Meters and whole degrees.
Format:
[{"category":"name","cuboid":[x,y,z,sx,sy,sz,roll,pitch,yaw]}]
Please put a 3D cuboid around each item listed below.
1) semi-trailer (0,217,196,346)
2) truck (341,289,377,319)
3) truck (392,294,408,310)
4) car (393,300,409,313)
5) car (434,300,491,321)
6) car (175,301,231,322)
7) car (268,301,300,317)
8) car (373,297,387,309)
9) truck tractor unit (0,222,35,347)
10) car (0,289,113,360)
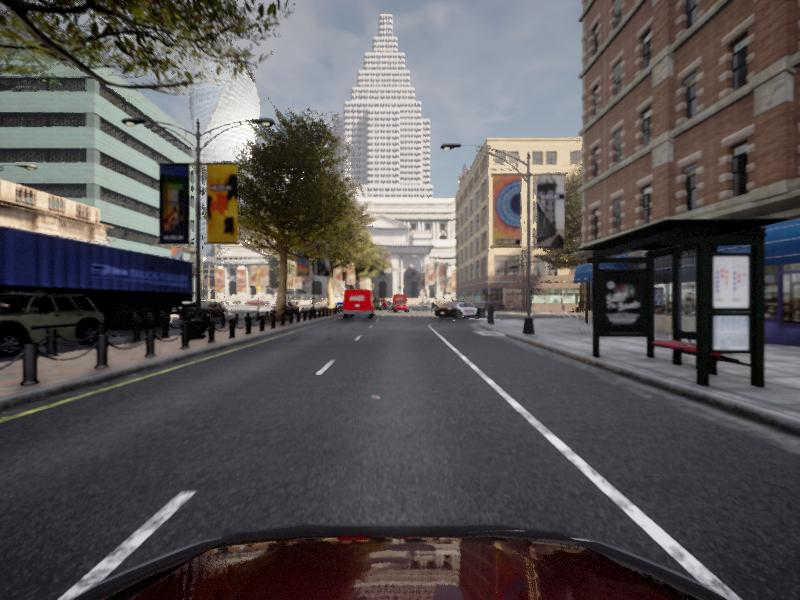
[{"category":"semi-trailer","cuboid":[-14.953,-0.625,19.396,2.717,4.402,14.254,0,0,0]},{"category":"truck","cuboid":[-3.497,0.344,35.231,2.627,2.467,5.204,0,0,0]},{"category":"truck","cuboid":[-0.002,0.320,65.554,2.627,2.467,5.204,0,-1,0]},{"category":"car","cuboid":[0.099,0.770,51.577,1.851,1.617,3.988,0,0,-4]},{"category":"car","cuboid":[5.351,0.822,33.885,4.974,1.542,2.038,-1,1,-39]},{"category":"car","cuboid":[-14.999,0.835,30.809,1.837,1.490,4.892,0,0,0]},{"category":"car","cuboid":[-11.529,0.855,40.108,1.812,1.442,4.674,0,0,0]},{"category":"car","cuboid":[-3.521,0.543,71.080,2.150,2.045,5.566,0,0,2]},{"category":"truck tractor unit","cuboid":[-14.998,-0.527,11.482,3.053,4.208,6.516,0,0,0]},{"category":"car","cuboid":[-11.498,0.650,12.368,1.932,1.855,4.605,0,0,0]}]
